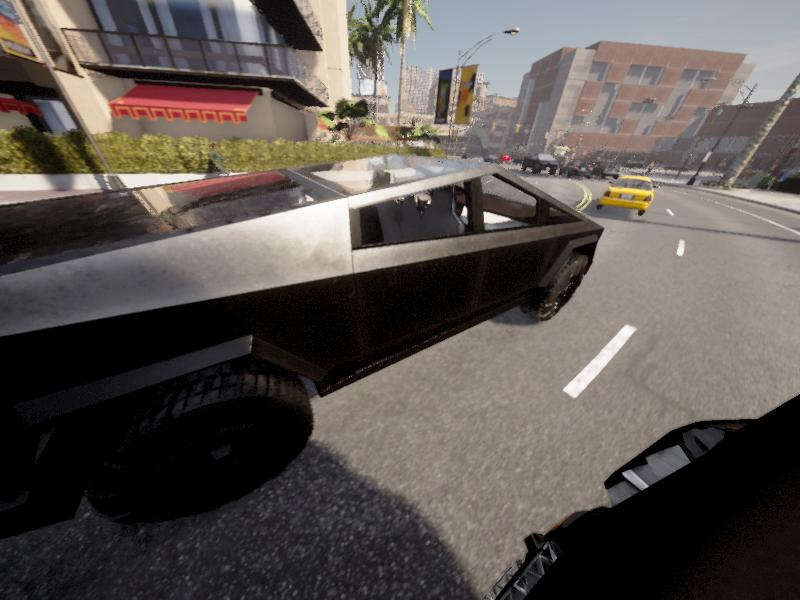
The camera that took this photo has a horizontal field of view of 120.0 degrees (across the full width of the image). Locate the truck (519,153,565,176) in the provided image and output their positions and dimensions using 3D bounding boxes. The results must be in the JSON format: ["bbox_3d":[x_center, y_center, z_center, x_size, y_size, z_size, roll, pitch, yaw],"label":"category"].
[{"bbox_3d":[17.368,-16.981,28.789,2.390,2.098,6.274,6,34,5],"label":"truck"}]

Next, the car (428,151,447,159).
[{"bbox_3d":[9.252,-35.694,56.843,2.163,1.488,4.792,28,41,33],"label":"car"}]

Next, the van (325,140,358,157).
[{"bbox_3d":[-11.432,-30.071,45.950,5.915,2.561,1.988,0,34,-5],"label":"van"}]

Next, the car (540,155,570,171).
[{"bbox_3d":[24.761,-22.057,37.127,1.905,1.878,3.866,2,34,-2],"label":"car"}]

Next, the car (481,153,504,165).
[{"bbox_3d":[17.503,-26.786,43.924,1.930,1.638,5.238,0,34,-4],"label":"car"}]

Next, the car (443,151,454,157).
[{"bbox_3d":[15.209,-46.311,73.267,2.033,1.411,5.357,0,34,-4],"label":"car"}]

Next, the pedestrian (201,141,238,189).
[{"bbox_3d":[-8.275,-6.201,10.656,0.751,1.860,0.751,-18,39,-29],"label":"pedestrian"}]

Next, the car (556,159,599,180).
[{"bbox_3d":[20.086,-15.017,26.421,2.242,1.667,4.611,10,34,11],"label":"car"}]

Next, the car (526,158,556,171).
[{"bbox_3d":[21.304,-20.596,35.157,1.994,1.385,4.181,2,34,-1],"label":"car"}]

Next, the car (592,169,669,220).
[{"bbox_3d":[11.380,-5.448,11.516,1.801,1.575,5.366,27,41,32],"label":"car"}]

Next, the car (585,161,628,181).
[{"bbox_3d":[23.700,-15.003,26.722,1.851,1.617,3.988,9,34,10],"label":"car"}]

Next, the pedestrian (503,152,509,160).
[{"bbox_3d":[29.370,-39.845,63.861,0.751,1.860,0.751,0,34,-3],"label":"pedestrian"}]

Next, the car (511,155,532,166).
[{"bbox_3d":[24.289,-28.021,46.350,1.789,1.549,3.705,0,34,-4],"label":"car"}]

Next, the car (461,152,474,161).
[{"bbox_3d":[16.518,-35.188,56.525,1.789,1.549,3.705,0,34,-4],"label":"car"}]

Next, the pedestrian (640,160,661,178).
[{"bbox_3d":[30.772,-16.180,28.451,0.751,1.860,0.751,-1,34,-5],"label":"pedestrian"}]

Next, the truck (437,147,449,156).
[{"bbox_3d":[14.693,-51.382,79.880,2.627,2.467,5.204,0,34,-4],"label":"truck"}]

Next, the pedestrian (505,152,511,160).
[{"bbox_3d":[29.936,-39.992,64.123,0.751,1.860,0.751,-1,34,-6],"label":"pedestrian"}]

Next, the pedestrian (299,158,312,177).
[{"bbox_3d":[-6.416,-8.971,15.659,0.500,1.100,0.500,-18,39,-28],"label":"pedestrian"}]

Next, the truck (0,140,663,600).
[{"bbox_3d":[-0.057,-0.511,2.814,6.274,2.098,2.390,-18,39,-28],"label":"truck"}]

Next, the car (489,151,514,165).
[{"bbox_3d":[20.711,-29.274,47.521,2.150,2.045,5.566,0,34,-4],"label":"car"}]

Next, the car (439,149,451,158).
[{"bbox_3d":[12.432,-40.478,63.893,1.932,1.855,4.605,0,34,-4],"label":"car"}]
